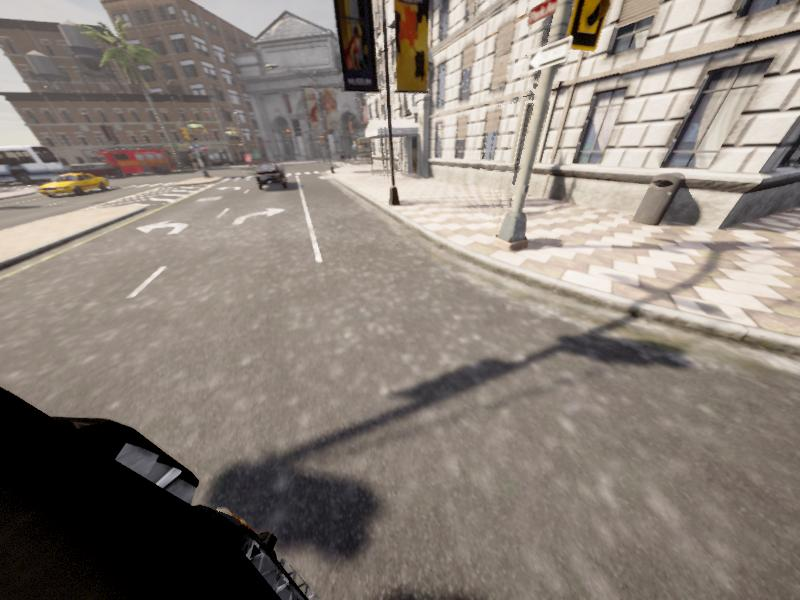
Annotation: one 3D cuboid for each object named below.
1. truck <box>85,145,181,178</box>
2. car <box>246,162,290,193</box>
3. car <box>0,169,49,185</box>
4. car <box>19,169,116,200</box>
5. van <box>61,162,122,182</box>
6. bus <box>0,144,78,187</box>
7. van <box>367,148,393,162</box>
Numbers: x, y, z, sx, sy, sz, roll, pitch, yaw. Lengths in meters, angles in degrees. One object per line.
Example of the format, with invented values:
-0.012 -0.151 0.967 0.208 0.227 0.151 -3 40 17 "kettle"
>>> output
-40.607 -21.423 35.685 8.468 3.827 2.891 -14 35 -16 "truck"
-9.558 -9.240 17.161 2.128 1.511 4.902 -14 35 -17 "car"
-54.090 -17.120 32.208 5.238 1.638 1.930 -14 35 -16 "car"
-26.226 -9.433 18.638 1.801 1.575 5.366 -14 35 -16 "car"
-42.993 -17.964 32.333 4.442 1.987 1.775 -14 35 -16 "van"
-50.774 -16.894 29.267 10.273 4.253 3.944 -14 35 -16 "bus"
-3.738 -27.800 44.151 4.442 1.987 1.775 -14 35 -16 "van"
